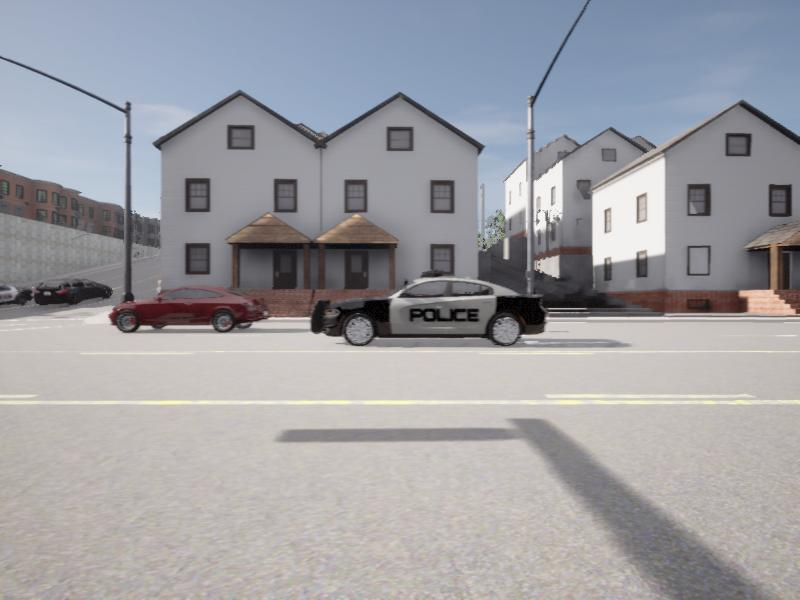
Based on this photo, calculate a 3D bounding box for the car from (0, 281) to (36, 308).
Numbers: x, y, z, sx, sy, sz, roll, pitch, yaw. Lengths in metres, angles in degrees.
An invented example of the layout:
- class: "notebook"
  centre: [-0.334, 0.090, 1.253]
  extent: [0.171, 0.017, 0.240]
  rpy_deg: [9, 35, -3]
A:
- class: "car"
  centre: [-25.280, -0.258, 24.137]
  extent: [2.038, 1.542, 4.974]
  rpy_deg: [0, 6, 0]

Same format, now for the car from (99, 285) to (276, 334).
- class: "car"
  centre: [-6.595, 0.272, 12.814]
  extent: [4.674, 1.442, 1.812]
  rpy_deg: [0, 0, -1]

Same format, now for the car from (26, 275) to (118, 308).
- class: "car"
  centre: [-21.805, -0.664, 26.915]
  extent: [2.242, 1.667, 4.611]
  rpy_deg: [0, 8, 0]

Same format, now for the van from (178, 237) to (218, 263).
- class: "van"
  centre: [-25.475, -6.409, 50.692]
  extent: [1.988, 2.561, 5.915]
  rpy_deg: [1, 13, -1]

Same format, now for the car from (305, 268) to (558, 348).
- class: "car"
  centre: [0.650, 0.171, 9.221]
  extent: [5.238, 1.638, 1.930]
  rpy_deg: [0, 0, 0]
